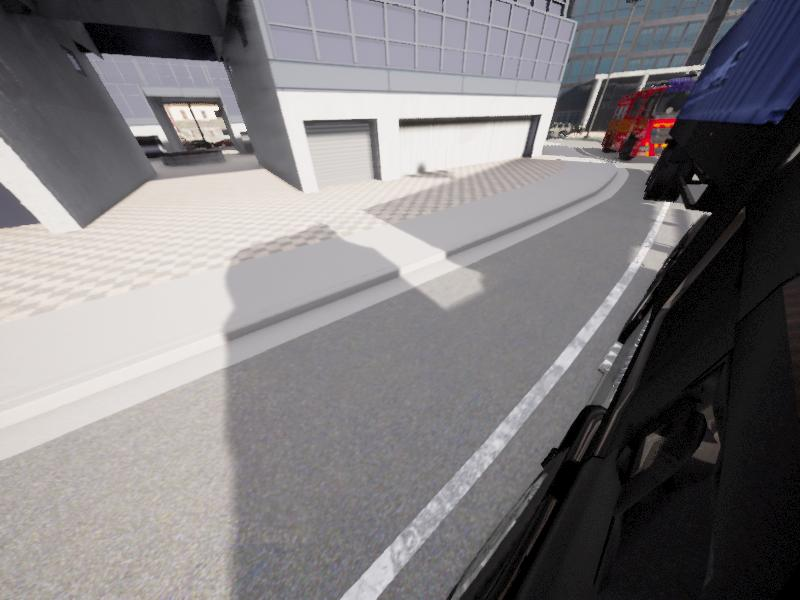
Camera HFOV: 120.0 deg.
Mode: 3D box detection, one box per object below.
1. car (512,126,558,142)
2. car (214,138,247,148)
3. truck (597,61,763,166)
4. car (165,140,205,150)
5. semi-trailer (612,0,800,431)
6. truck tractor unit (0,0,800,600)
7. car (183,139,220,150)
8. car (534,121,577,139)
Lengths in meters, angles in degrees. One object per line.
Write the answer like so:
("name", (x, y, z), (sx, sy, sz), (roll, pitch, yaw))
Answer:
("car", (17.975, -22.376, 31.110), (2.038, 1.542, 4.974), (-16, 39, -17))
("car", (-34.241, -31.844, 46.752), (5.008, 1.535, 1.882), (-23, 41, -26))
("truck", (15.764, -11.190, 14.397), (2.891, 3.827, 8.468), (14, 40, 21))
("car", (-40.322, -29.283, 43.560), (5.357, 1.411, 2.033), (-22, 41, -26))
("semi-trailer", (8.019, -4.000, 4.792), (2.717, 4.402, 14.254), (26, 46, 33))
("truck tractor unit", (2.645, -0.295, 0.351), (6.516, 4.208, 3.053), (-28, 44, -30))
("car", (-36.262, -28.503, 42.283), (4.892, 1.490, 1.837), (-22, 41, -26))
("car", (22.520, -24.706, 33.642), (4.605, 1.855, 1.932), (23, 45, 30))
